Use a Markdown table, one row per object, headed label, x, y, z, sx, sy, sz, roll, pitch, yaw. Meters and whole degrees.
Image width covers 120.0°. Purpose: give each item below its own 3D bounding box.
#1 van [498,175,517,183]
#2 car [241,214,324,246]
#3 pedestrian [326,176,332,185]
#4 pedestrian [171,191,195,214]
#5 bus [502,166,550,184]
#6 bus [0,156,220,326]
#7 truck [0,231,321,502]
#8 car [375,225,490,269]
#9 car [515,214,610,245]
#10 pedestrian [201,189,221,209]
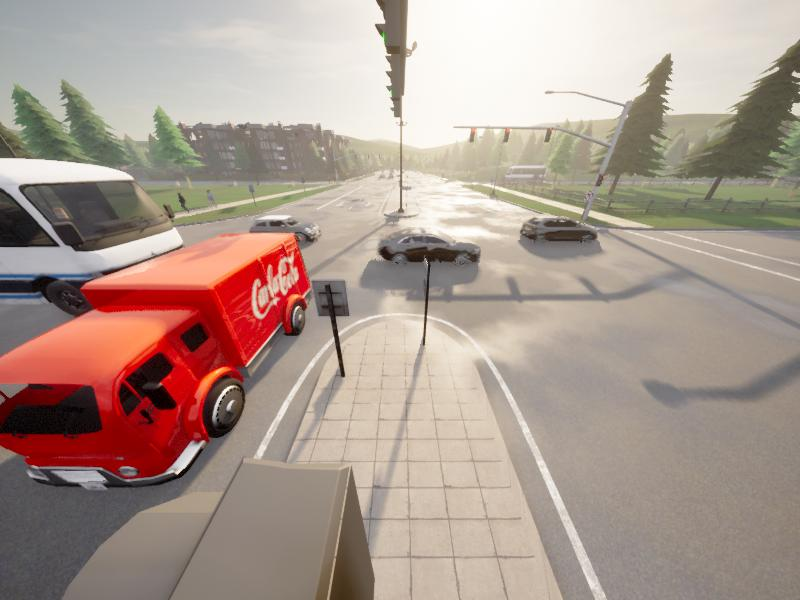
| label | x | y | z | sx | sy | sz | roll | pitch | yaw |
| --- | --- | --- | --- | --- | --- | --- | --- | --- | --- |
| van | 31.245 | -35.221 | 67.125 | 4.442 | 1.987 | 1.775 | 0 | 30 | 0 |
| car | -6.972 | -4.317 | 14.106 | 3.806 | 1.475 | 1.970 | 0 | 30 | 0 |
| pedestrian | -17.509 | -29.497 | 56.982 | 0.751 | 1.860 | 0.751 | 2 | 30 | 3 |
| pedestrian | -20.474 | -9.182 | 21.796 | 0.751 | 1.860 | 0.751 | 3 | 30 | 6 |
| bus | 34.340 | -34.393 | 63.423 | 10.273 | 4.253 | 3.944 | 0 | 30 | 0 |
| bus | -13.112 | -2.067 | 7.433 | 10.273 | 4.253 | 3.944 | 0 | 30 | 0 |
| truck | -3.995 | 0.438 | 4.870 | 2.627 | 2.467 | 5.204 | 0 | 30 | 1 |
| car | 1.373 | -2.597 | 11.092 | 4.902 | 1.511 | 2.128 | 0 | 30 | 0 |
| car | 9.723 | -4.346 | 14.159 | 4.193 | 1.474 | 1.816 | 0 | 30 | 0 |
| pedestrian | -19.790 | -10.594 | 24.242 | 0.751 | 1.860 | 0.751 | 2 | 30 | 3 |
